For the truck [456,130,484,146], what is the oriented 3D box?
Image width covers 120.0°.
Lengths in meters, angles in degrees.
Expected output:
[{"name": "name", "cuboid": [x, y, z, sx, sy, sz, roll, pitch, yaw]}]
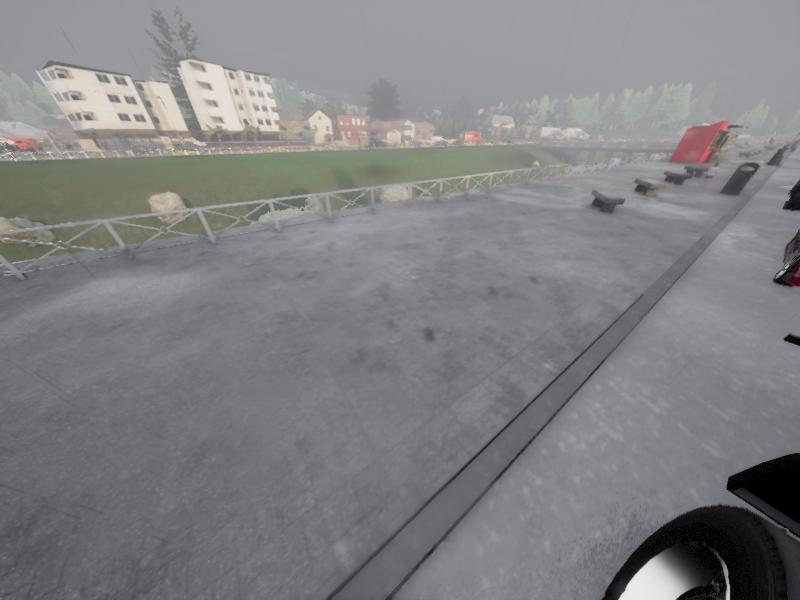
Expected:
[{"name": "truck", "cuboid": [21.938, -50.565, 72.107, 8.468, 3.827, 2.891, -22, 41, -28]}]

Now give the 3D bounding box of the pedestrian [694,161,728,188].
[{"name": "pedestrian", "cuboid": [15.209, -6.158, 11.339, 0.500, 1.100, 0.500, 26, 43, 32]}]

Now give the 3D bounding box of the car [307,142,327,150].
[{"name": "car", "cuboid": [-19.257, -35.731, 53.527, 3.806, 1.475, 1.970, -22, 41, -28]}]

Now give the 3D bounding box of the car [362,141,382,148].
[{"name": "car", "cuboid": [-7.290, -40.612, 60.254, 4.892, 1.490, 1.837, -22, 41, -28]}]

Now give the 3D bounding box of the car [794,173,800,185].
[{"name": "car", "cuboid": [24.364, -7.297, 12.748, 4.902, 1.511, 2.128, -22, 41, -28]}]

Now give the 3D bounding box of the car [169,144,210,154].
[{"name": "car", "cuboid": [-38.598, -27.916, 42.602, 5.357, 1.411, 2.033, -22, 41, -28]}]

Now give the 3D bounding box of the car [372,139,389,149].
[{"name": "car", "cuboid": [-4.796, -38.963, 57.576, 3.866, 1.878, 1.905, -22, 41, -28]}]

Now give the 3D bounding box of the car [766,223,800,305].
[{"name": "car", "cuboid": [8.572, -0.854, 3.864, 4.181, 1.385, 1.994, -22, 41, -28]}]

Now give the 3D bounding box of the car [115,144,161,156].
[{"name": "car", "cuboid": [-44.288, -25.575, 39.242, 4.892, 1.490, 1.837, -21, 40, -27]}]

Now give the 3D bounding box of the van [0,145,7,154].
[{"name": "van", "cuboid": [-75.989, -27.730, 41.738, 2.351, 2.431, 6.366, -22, 41, -28]}]

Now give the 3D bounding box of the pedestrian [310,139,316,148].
[{"name": "pedestrian", "cuboid": [-21.394, -38.650, 57.054, 0.751, 1.860, 0.751, -24, 42, -30]}]

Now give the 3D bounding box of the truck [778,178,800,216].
[{"name": "truck", "cuboid": [16.478, -4.350, 8.123, 6.274, 2.098, 2.390, -22, 40, -28]}]

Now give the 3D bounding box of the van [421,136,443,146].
[{"name": "van", "cuboid": [9.660, -47.844, 69.560, 6.366, 2.431, 2.351, -22, 41, -28]}]

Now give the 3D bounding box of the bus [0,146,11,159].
[{"name": "bus", "cuboid": [-56.263, -18.461, 26.882, 3.944, 4.253, 10.273, -5, 35, 0]}]

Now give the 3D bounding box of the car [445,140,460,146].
[{"name": "car", "cuboid": [16.769, -50.252, 73.897, 4.718, 1.301, 1.895, -22, 41, -28]}]

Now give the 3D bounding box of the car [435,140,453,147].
[{"name": "car", "cuboid": [12.960, -45.976, 67.718, 4.792, 1.488, 2.163, -22, 41, -28]}]

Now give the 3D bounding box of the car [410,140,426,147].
[{"name": "car", "cuboid": [5.002, -42.765, 63.222, 4.193, 1.474, 1.816, -22, 41, -28]}]
